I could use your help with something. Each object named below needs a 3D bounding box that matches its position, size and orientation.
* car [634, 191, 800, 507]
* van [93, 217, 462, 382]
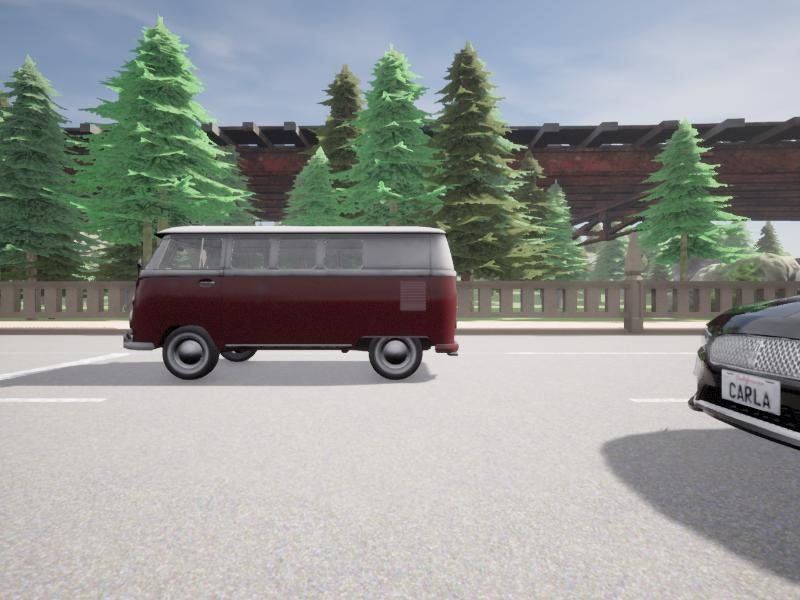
[{"bbox_3d":[4.363,0.237,2.200,4.902,1.511,2.128,0,0,0],"label":"car"},{"bbox_3d":[-1.470,-0.002,5.700,4.442,1.987,1.775,0,0,0],"label":"van"}]
